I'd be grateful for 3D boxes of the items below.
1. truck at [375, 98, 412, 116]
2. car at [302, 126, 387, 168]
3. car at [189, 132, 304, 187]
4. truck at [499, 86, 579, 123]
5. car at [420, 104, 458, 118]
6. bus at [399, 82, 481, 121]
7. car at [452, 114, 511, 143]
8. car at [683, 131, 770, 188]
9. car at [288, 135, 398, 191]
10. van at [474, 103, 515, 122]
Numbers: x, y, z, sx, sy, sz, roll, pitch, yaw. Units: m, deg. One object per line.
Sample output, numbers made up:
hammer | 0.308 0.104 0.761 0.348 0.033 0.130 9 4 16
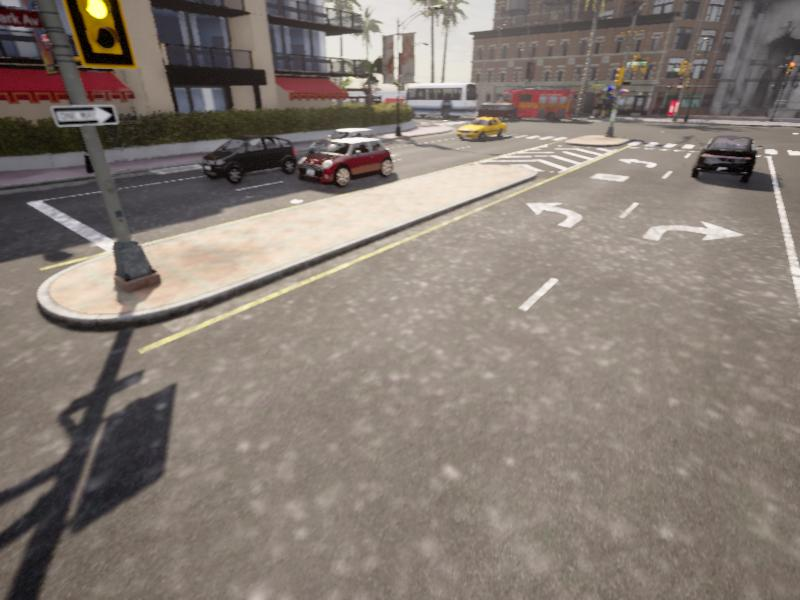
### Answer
truck | -1.049 -30.312 62.692 5.204 2.467 2.627 20 33 34
car | -2.638 -7.664 19.858 1.970 1.475 3.806 20 33 34
car | -5.999 -5.739 16.048 1.789 1.549 3.705 20 33 33
truck | 17.003 -24.303 49.532 8.468 3.827 2.891 20 33 34
car | 5.658 -27.486 58.106 5.238 1.638 1.930 20 33 34
bus | 5.117 -26.716 53.769 10.273 4.253 3.944 20 33 34
car | 6.145 -12.827 29.742 1.801 1.575 5.366 20 33 34
car | 13.335 -5.875 16.325 2.128 1.511 4.902 20 33 33
car | -2.052 -5.412 15.491 1.970 1.475 3.806 20 33 33
van | 11.714 -23.365 49.728 4.442 1.987 1.775 20 33 34
